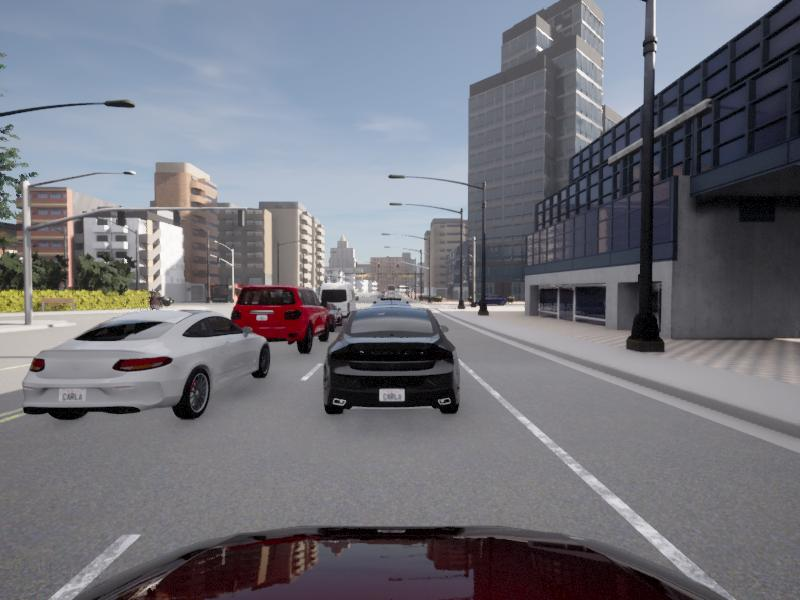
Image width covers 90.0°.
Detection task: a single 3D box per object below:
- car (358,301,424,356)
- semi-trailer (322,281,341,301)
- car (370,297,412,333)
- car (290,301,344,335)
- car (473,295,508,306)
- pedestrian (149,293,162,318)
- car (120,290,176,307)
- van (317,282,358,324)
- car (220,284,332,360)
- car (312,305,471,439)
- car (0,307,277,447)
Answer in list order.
[{"bbox_3d":[-0.303,0.818,13.945,1.882,1.535,5.008,0,0,-1],"label":"car"},{"bbox_3d":[-16.176,-2.067,95.403,2.717,4.402,14.254,0,1,-2],"label":"semi-trailer"},{"bbox_3d":[-0.475,0.699,21.249,1.930,1.638,5.238,0,1,-1],"label":"car"},{"bbox_3d":[-4.026,0.806,20.241,1.812,1.442,4.674,0,0,-1],"label":"car"},{"bbox_3d":[12.127,0.028,53.711,4.193,1.474,1.816,0,2,-1],"label":"car"},{"bbox_3d":[-18.311,0.396,29.987,0.751,1.860,0.751,-1,2,-28],"label":"pedestrian"},{"bbox_3d":[-31.155,-0.174,49.607,5.566,2.045,2.150,0,2,-1],"label":"car"},{"bbox_3d":[-4.109,0.127,27.401,1.988,2.561,5.915,0,1,-1],"label":"van"},{"bbox_3d":[-3.805,0.564,13.567,2.150,2.045,5.566,0,0,-1],"label":"car"},{"bbox_3d":[-0.149,0.857,7.057,1.837,1.490,4.892,0,0,-1],"label":"car"},{"bbox_3d":[-3.644,0.882,6.694,1.812,1.442,4.674,0,0,-1],"label":"car"}]
